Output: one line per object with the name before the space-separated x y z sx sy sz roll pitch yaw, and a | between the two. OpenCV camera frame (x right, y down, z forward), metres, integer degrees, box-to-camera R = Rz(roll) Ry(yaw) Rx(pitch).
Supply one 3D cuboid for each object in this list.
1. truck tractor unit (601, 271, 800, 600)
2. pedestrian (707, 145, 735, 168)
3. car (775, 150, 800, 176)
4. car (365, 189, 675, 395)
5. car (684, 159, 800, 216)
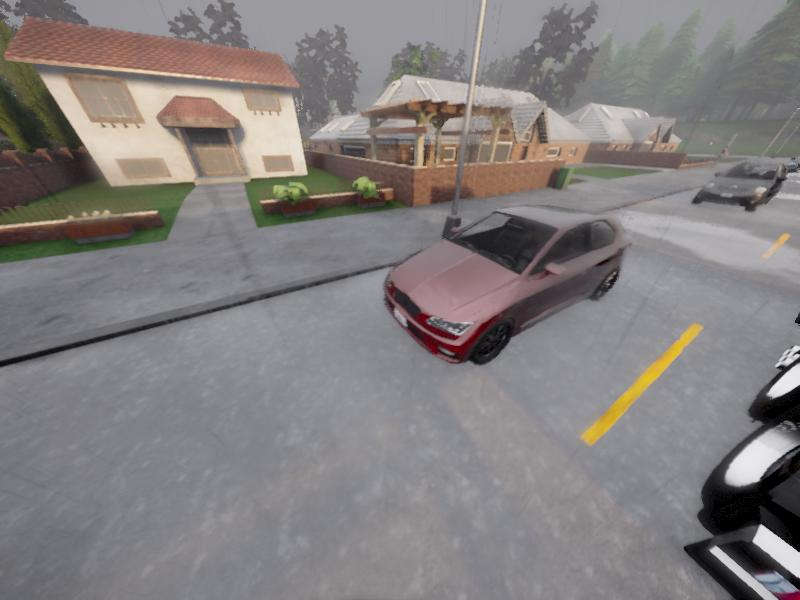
truck tractor unit | 5.121 -0.291 0.763 6.516 4.208 3.053 -18 39 -23
pedestrian | 31.408 -14.060 22.635 0.751 1.860 0.751 -21 40 -27
car | 34.781 -11.599 19.517 4.611 1.667 2.242 -18 39 -25
car | 1.809 -0.616 3.616 4.193 1.474 1.816 -18 39 -25
car | 14.481 -4.858 9.707 3.988 1.617 1.851 -18 39 -25
